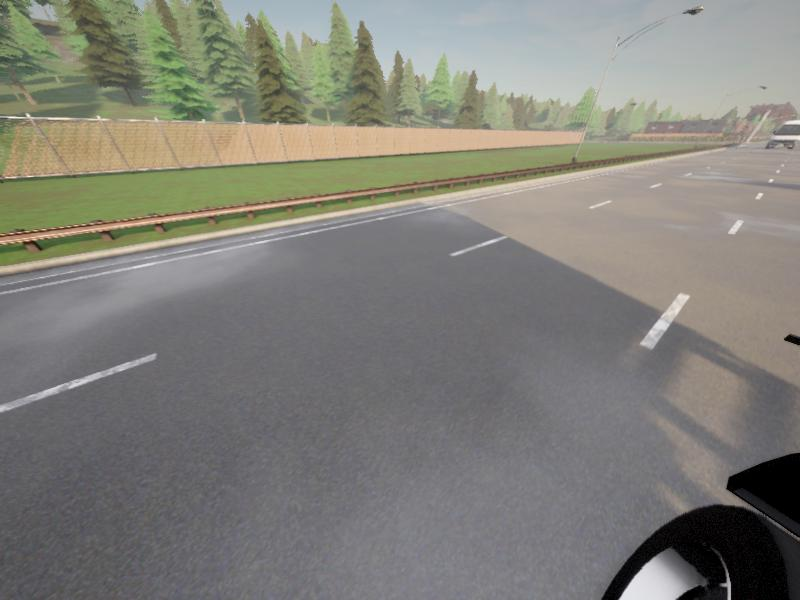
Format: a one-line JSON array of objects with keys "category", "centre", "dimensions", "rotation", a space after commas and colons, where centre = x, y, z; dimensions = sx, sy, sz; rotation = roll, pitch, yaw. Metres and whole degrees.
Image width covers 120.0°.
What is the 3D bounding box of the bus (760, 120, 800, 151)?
[{"category": "bus", "centre": [70.907, -29.884, 41.928], "dimensions": [10.273, 4.253, 3.944], "rotation": [-22, 41, -28]}]
